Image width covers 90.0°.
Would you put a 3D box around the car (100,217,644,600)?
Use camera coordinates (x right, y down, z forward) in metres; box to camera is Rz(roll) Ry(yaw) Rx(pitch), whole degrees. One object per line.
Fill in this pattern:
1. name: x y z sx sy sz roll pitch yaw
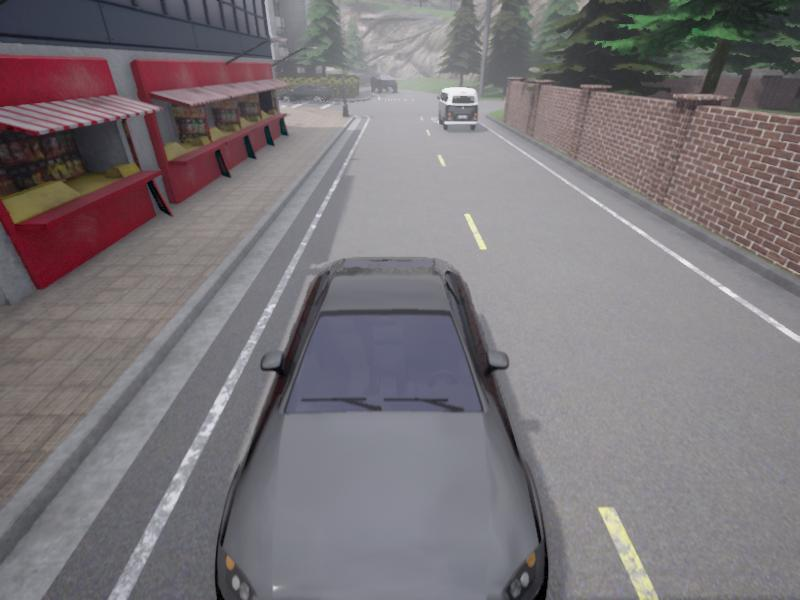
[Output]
1. car: -0.119 0.602 3.622 1.994 1.385 4.181 0 30 -1

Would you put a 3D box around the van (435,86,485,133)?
1. van: 3.225 -10.832 22.519 2.069 2.038 4.480 0 30 0

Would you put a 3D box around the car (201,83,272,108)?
1. car: -13.006 -16.500 32.214 4.611 1.667 2.242 -1 30 -2

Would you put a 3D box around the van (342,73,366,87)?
1. van: -7.816 -37.292 67.827 1.775 1.987 4.442 -24 38 -35

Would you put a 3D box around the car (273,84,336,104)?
1. car: -8.356 -18.177 35.248 4.892 1.490 1.837 3 29 4

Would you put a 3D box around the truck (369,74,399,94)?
1. truck: -2.133 -28.084 51.967 2.390 2.098 6.274 -8 31 -14
